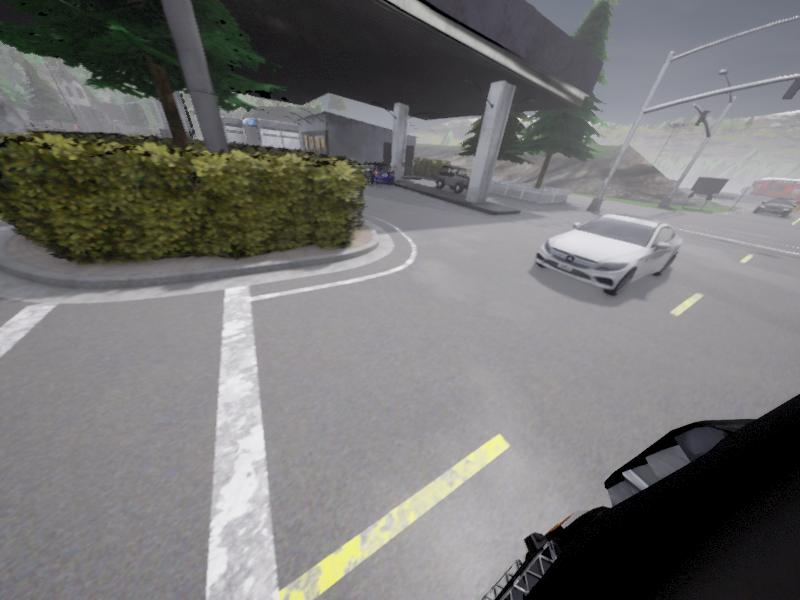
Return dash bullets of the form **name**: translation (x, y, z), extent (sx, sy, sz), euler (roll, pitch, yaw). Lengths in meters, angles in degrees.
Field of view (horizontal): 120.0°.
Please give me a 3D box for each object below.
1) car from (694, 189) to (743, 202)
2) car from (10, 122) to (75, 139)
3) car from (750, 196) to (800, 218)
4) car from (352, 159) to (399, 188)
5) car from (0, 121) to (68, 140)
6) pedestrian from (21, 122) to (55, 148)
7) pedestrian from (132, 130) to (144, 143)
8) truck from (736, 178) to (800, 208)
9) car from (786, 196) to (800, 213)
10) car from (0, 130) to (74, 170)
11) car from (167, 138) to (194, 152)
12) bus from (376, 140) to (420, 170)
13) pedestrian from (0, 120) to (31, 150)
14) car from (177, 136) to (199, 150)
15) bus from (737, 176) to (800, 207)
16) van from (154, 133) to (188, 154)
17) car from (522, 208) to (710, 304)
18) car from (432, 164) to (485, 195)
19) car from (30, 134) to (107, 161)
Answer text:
- **car**: translation (55.533, -18.266, 40.375), extent (1.895, 1.301, 4.718), euler (-14, 37, -27)
- **car**: translation (-51.828, -24.580, 33.648), extent (4.514, 1.523, 2.007), euler (-14, 37, -28)
- **car**: translation (37.285, -9.234, 22.839), extent (4.974, 1.542, 2.038), euler (-14, 37, -27)
- **car**: translation (-2.279, -11.013, 20.029), extent (2.242, 1.667, 4.611), euler (-14, 37, -28)
- **car**: translation (-50.207, -23.038, 31.449), extent (5.027, 1.636, 2.152), euler (-14, 37, -28)
- **pedestrian**: translation (-32.585, -14.831, 20.836), extent (0.751, 1.860, 0.751), euler (-14, 37, -27)
- **pedestrian**: translation (-46.917, -29.256, 41.375), extent (0.751, 1.860, 0.751), euler (-14, 37, -28)
- **truck**: translation (67.429, -18.782, 40.618), extent (2.891, 3.827, 8.468), euler (-14, 37, -27)
- **car**: translation (54.826, -11.769, 29.355), extent (2.150, 2.045, 5.566), euler (-14, 37, -27)
- **car**: translation (-22.213, -8.765, 13.403), extent (2.033, 1.649, 4.856), euler (-14, 37, -27)
- **car**: translation (-33.392, -23.702, 35.316), extent (2.007, 1.525, 4.514), euler (-14, 37, -27)
- **bus**: translation (-0.729, -28.968, 45.975), extent (3.944, 4.253, 10.273), euler (-13, 37, -27)
- **pedestrian**: translation (-30.730, -13.006, 18.244), extent (0.751, 1.860, 0.751), euler (-14, 37, -28)
- **car**: translation (-36.900, -27.391, 40.252), extent (1.905, 1.878, 3.866), euler (-14, 37, -27)
- **bus**: translation (73.485, -20.295, 43.510), extent (3.944, 4.253, 10.273), euler (-14, 37, -27)
- **van**: translation (-30.197, -20.733, 30.645), extent (2.069, 2.038, 4.480), euler (-14, 37, -27)
- **car**: translation (5.698, -1.437, 6.068), extent (4.674, 1.442, 1.812), euler (-13, 36, -28)
- **car**: translation (4.787, -10.192, 19.490), extent (1.905, 1.878, 3.866), euler (-14, 37, -28)
- **car**: translation (-25.363, -11.855, 17.932), extent (1.970, 1.475, 3.806), euler (-14, 37, -27)
